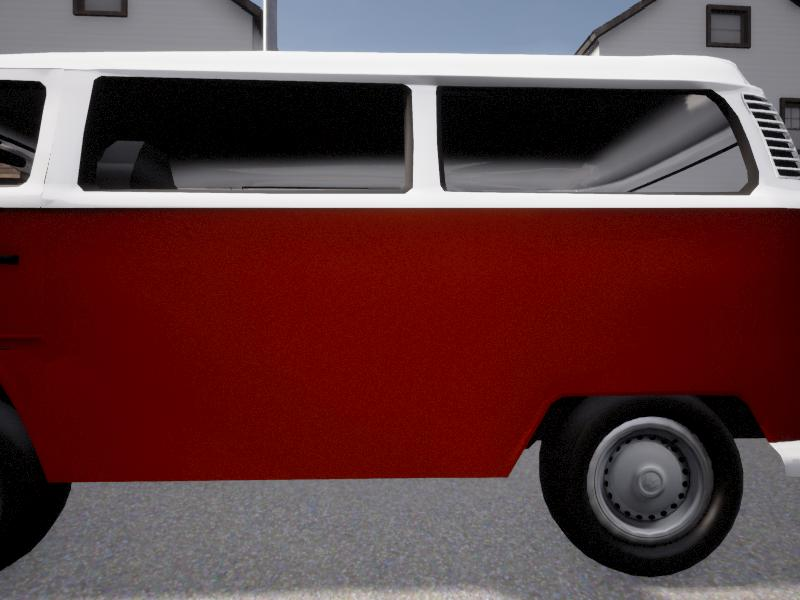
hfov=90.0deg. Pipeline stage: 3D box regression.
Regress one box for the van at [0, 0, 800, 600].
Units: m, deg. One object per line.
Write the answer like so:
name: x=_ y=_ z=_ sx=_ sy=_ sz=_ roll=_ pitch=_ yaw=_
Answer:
van: x=-0.423 y=-0.028 z=2.192 sx=4.480 sy=2.038 sz=2.069 roll=0 pitch=0 yaw=-2
